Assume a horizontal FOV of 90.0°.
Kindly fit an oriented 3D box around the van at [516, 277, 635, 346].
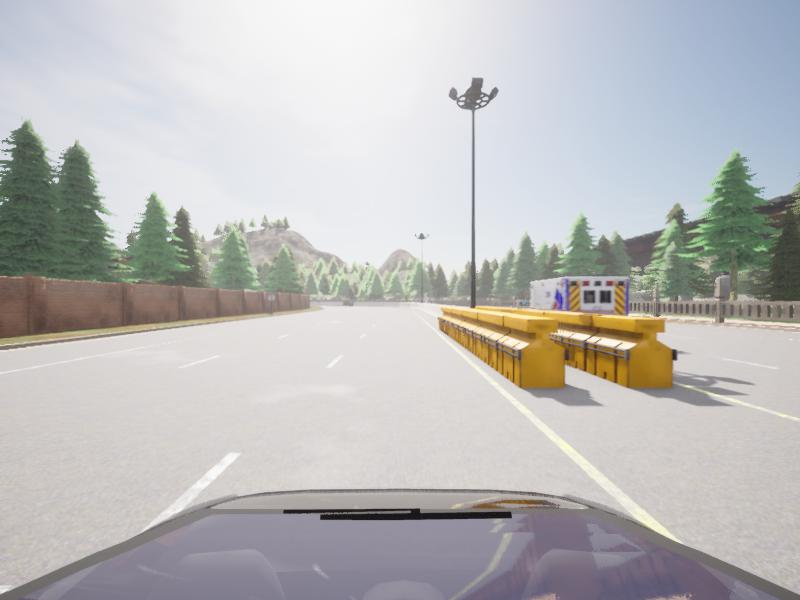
[{"bbox_3d":[7.113,0.394,17.287,2.351,2.431,6.366,0,0,0],"label":"van"}]
